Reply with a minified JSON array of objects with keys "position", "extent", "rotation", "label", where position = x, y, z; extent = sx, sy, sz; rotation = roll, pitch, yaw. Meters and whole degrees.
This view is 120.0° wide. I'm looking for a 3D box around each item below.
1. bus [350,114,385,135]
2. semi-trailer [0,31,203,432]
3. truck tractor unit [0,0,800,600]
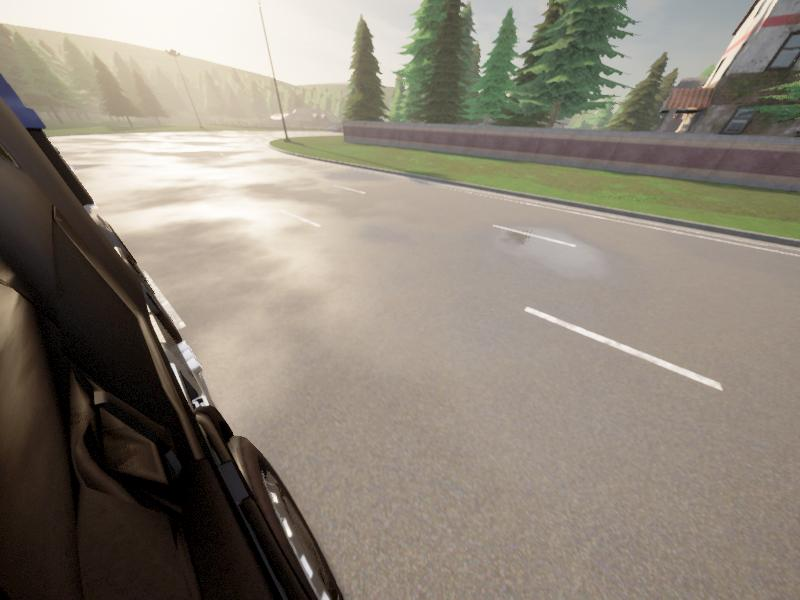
[{"position":[-8.273,-46.589,61.539],"extent":[3.944,4.253,10.273],"rotation":[20,40,21],"label":"bus"},{"position":[-8.792,-3.550,4.117],"extent":[14.254,4.402,2.717],"rotation":[27,43,29],"label":"semi-trailer"},{"position":[-2.645,-0.295,0.351],"extent":[6.516,4.208,3.053],"rotation":[28,44,30],"label":"truck tractor unit"}]
